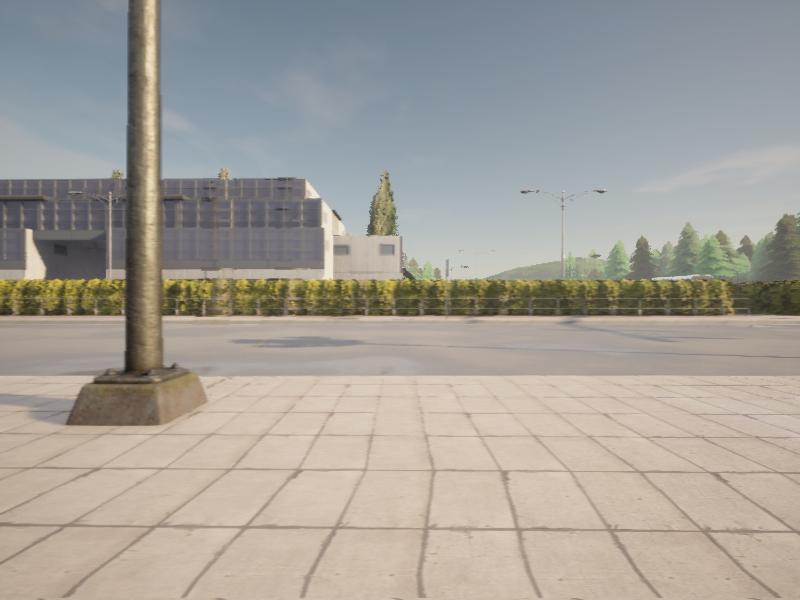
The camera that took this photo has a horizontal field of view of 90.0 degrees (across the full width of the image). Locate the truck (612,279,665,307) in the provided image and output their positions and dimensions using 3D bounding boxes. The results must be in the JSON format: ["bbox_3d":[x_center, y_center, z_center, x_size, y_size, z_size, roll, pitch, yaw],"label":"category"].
[{"bbox_3d":[35.115,-0.916,59.286,2.891,3.827,8.468,0,0,1],"label":"truck"}]

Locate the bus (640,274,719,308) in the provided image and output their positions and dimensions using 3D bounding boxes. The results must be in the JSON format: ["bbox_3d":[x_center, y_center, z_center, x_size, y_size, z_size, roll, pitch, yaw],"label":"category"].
[{"bbox_3d":[38.436,-1.128,55.724,3.944,4.253,10.273,0,0,1],"label":"bus"}]
